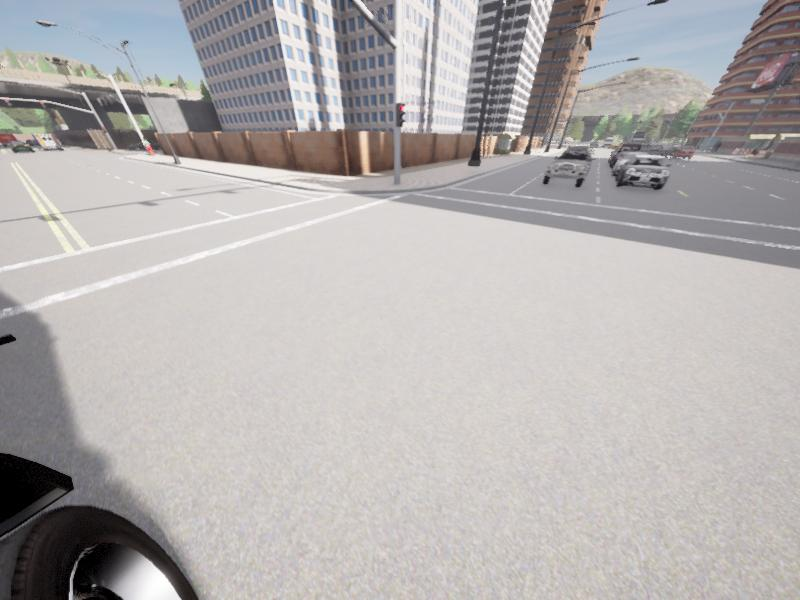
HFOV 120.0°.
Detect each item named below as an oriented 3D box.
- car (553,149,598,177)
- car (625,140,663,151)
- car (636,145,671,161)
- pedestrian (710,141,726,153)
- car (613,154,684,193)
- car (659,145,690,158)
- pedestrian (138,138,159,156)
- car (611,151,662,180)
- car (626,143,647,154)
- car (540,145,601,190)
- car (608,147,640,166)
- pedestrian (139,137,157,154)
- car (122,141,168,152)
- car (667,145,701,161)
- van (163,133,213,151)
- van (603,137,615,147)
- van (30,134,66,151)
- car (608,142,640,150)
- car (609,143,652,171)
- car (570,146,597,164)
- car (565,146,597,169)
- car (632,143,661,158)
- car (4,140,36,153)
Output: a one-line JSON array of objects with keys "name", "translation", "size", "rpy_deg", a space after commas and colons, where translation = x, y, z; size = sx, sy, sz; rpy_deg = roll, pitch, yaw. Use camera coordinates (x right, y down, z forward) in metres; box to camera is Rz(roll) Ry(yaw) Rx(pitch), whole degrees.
[{"name": "car", "translation": [13.739, -10.750, 17.996], "size": [2.163, 1.488, 4.792], "rpy_deg": [22, 41, 28]}, {"name": "car", "translation": [56.637, -36.096, 53.842], "size": [5.566, 2.045, 2.150], "rpy_deg": [22, 41, 28]}, {"name": "car", "translation": [32.778, -19.157, 30.060], "size": [2.128, 1.511, 4.902], "rpy_deg": [22, 41, 28]}, {"name": "pedestrian", "translation": [56.504, -27.221, 41.093], "size": [0.751, 1.860, 0.751], "rpy_deg": [22, 40, 27]}, {"name": "car", "translation": [13.817, -7.321, 13.134], "size": [1.970, 1.475, 3.806], "rpy_deg": [23, 41, 28]}, {"name": "car", "translation": [41.017, -22.306, 34.629], "size": [1.970, 1.475, 3.806], "rpy_deg": [22, 41, 28]}, {"name": "pedestrian", "translation": [-31.014, -18.860, 28.498], "size": [0.751, 1.860, 0.751], "rpy_deg": [13, 37, 18]}, {"name": "car", "translation": [17.116, -9.981, 16.965], "size": [1.812, 1.442, 4.674], "rpy_deg": [22, 41, 28]}, {"name": "car", "translation": [44.450, -28.575, 43.511], "size": [2.007, 1.525, 4.514], "rpy_deg": [22, 41, 28]}, {"name": "car", "translation": [10.207, -8.025, 13.755], "size": [1.932, 1.855, 4.605], "rpy_deg": [24, 41, 30]}, {"name": "car", "translation": [24.341, -15.826, 25.277], "size": [1.837, 1.490, 4.892], "rpy_deg": [23, 41, 28]}, {"name": "pedestrian", "translation": [-33.814, -20.739, 31.045], "size": [0.751, 1.860, 0.751], "rpy_deg": [16, 38, 21]}, {"name": "car", "translation": [-44.109, -26.772, 40.141], "size": [1.837, 1.490, 4.892], "rpy_deg": [22, 41, 28]}, {"name": "car", "translation": [37.670, -19.639, 30.748], "size": [1.789, 1.549, 3.705], "rpy_deg": [22, 41, 28]}, {"name": "van", "translation": [-38.145, -28.568, 41.817], "size": [1.988, 2.561, 5.915], "rpy_deg": [22, 41, 28]}, {"name": "van", "translation": [68.286, -51.708, 75.625], "size": [1.988, 2.561, 5.915], "rpy_deg": [22, 41, 28]}, {"name": "van", "translation": [-64.411, -28.865, 42.225], "size": [6.366, 2.431, 2.351], "rpy_deg": [22, 41, 28]}, {"name": "car", "translation": [55.947, -38.639, 57.876], "size": [5.366, 1.575, 1.801], "rpy_deg": [22, 41, 28]}, {"name": "car", "translation": [20.638, -13.003, 20.895], "size": [1.905, 1.878, 3.866], "rpy_deg": [22, 41, 28]}, {"name": "car", "translation": [21.055, -16.647, 26.431], "size": [1.816, 1.474, 4.193], "rpy_deg": [22, 41, 28]}, {"name": "car", "translation": [17.471, -13.816, 22.269], "size": [1.851, 1.617, 3.988], "rpy_deg": [22, 41, 28]}, {"name": "car", "translation": [36.690, -22.359, 34.537], "size": [2.033, 1.649, 4.856], "rpy_deg": [22, 41, 28]}, {"name": "car", "translation": [-60.238, -24.369, 36.613], "size": [4.974, 1.542, 2.038], "rpy_deg": [22, 41, 28]}]
